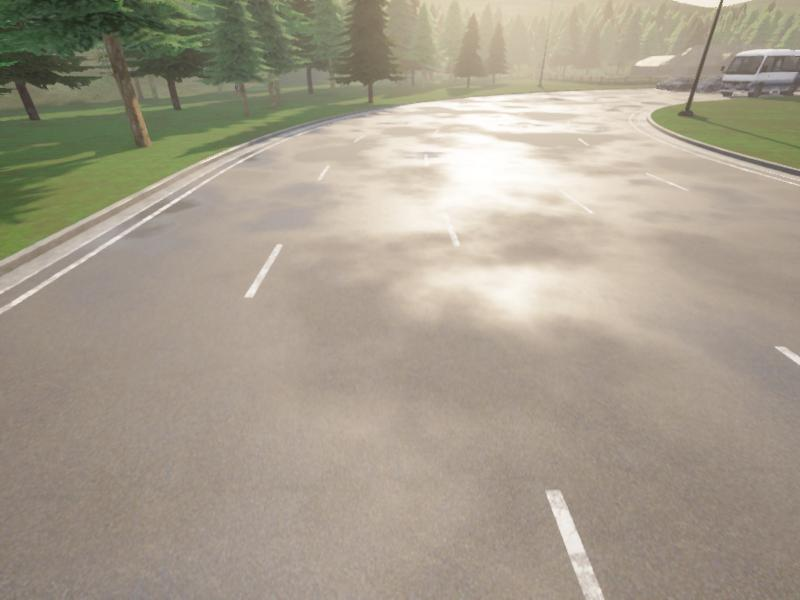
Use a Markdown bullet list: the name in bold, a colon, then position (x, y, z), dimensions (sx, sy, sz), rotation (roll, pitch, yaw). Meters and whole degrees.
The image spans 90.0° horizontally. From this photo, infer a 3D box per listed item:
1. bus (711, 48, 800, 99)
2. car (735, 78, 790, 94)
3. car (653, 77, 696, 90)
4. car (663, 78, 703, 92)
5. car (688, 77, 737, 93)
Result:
- **bus**: position (39.012, -23.821, 42.048), dimensions (10.273, 4.253, 3.944), rotation (-11, 32, -18)
- **car**: position (42.547, -25.183, 47.025), dimensions (5.366, 1.575, 1.801), rotation (-10, 31, -15)
- **car**: position (37.860, -29.932, 55.303), dimensions (4.792, 1.488, 2.163), rotation (-11, 32, -18)
- **car**: position (36.611, -27.842, 51.732), dimensions (4.193, 1.474, 1.816), rotation (-11, 32, -18)
- **car**: position (38.226, -26.342, 48.975), dimensions (4.856, 1.649, 2.033), rotation (-11, 32, -18)
